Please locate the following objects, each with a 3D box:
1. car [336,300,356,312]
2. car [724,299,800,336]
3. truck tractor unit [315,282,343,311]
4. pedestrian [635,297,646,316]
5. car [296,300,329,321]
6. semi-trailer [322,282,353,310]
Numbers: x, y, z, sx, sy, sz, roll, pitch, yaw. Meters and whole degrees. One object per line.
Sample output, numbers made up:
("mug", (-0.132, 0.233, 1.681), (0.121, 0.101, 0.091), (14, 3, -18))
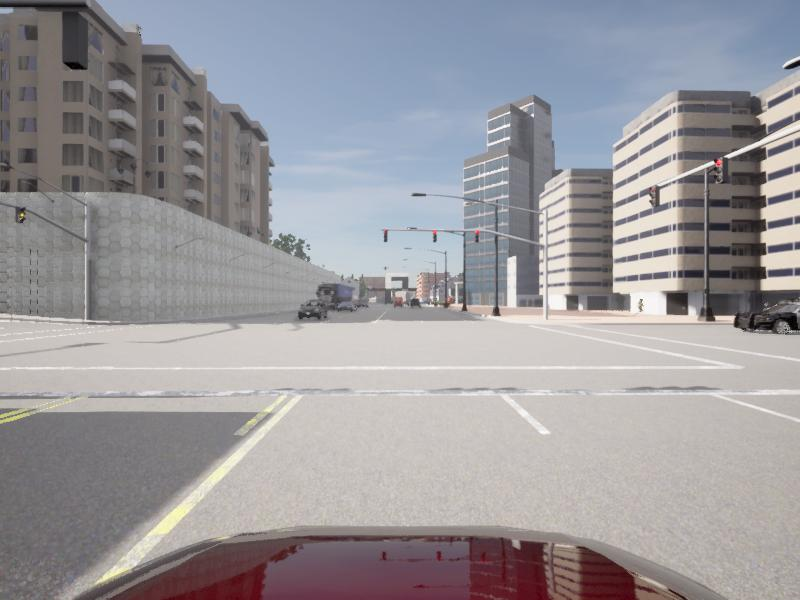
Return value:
("car", (-7.249, 0.829, 53.823), (2.038, 1.542, 4.974), (0, 0, 0))
("car", (18.754, 0.771, 18.962), (5.238, 1.638, 1.930), (0, 0, 0))
("truck tractor unit", (-10.725, -0.527, 60.899), (3.053, 4.208, 6.516), (0, 0, 0))
("pedestrian", (24.351, 0.670, 40.509), (0.751, 1.860, 0.751), (0, 0, 16))
("car", (-7.138, 0.788, 33.005), (1.851, 1.617, 3.988), (0, 0, 0))
("semi-trailer", (-10.517, -0.621, 68.813), (2.717, 4.402, 14.254), (0, 0, 2))
